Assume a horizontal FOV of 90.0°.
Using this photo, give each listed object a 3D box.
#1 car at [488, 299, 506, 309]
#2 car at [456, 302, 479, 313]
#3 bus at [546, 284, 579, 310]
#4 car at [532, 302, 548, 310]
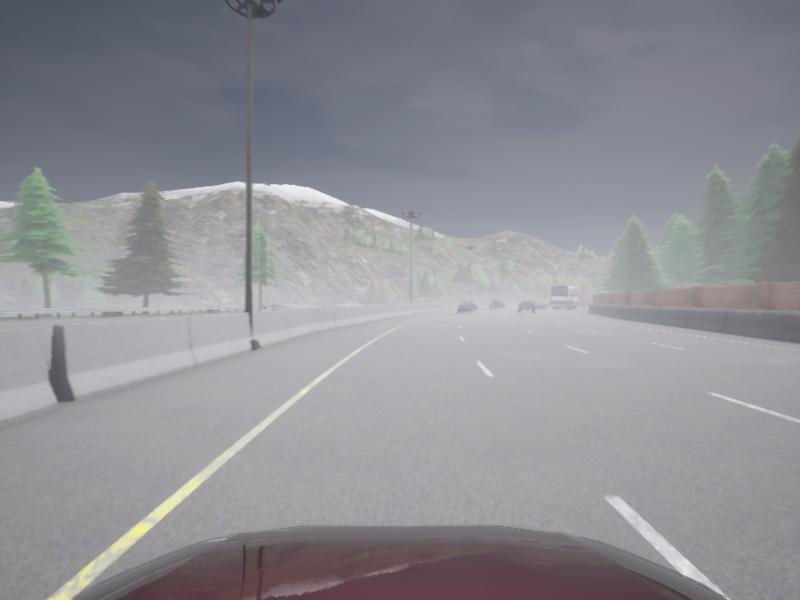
[{"bbox_3d":[17.415,0.700,71.725,1.932,1.855,4.605,0,0,28],"label":"car"},{"bbox_3d":[8.818,0.922,51.980,2.033,1.411,5.357,0,0,21],"label":"car"},{"bbox_3d":[29.624,-0.471,72.406,3.944,4.253,10.273,0,0,31],"label":"bus"},{"bbox_3d":[24.783,0.998,70.676,1.895,1.301,4.718,0,0,30],"label":"car"}]
